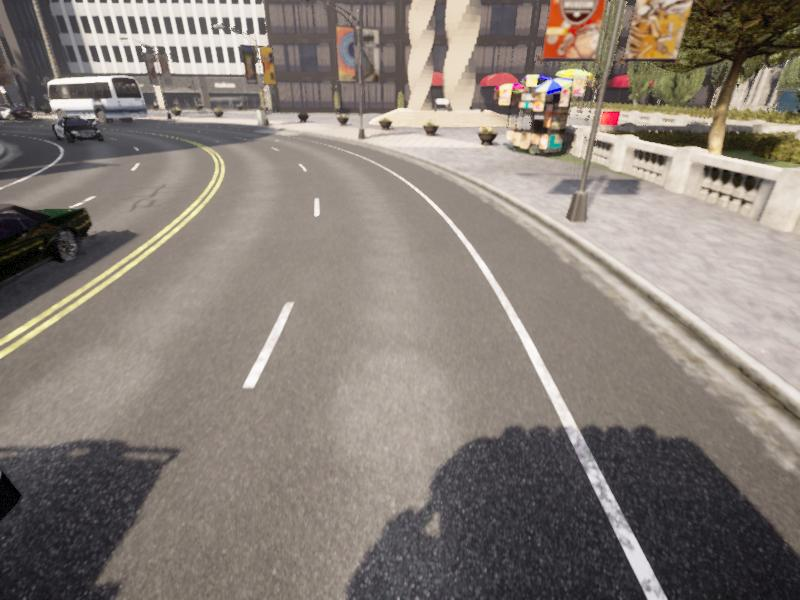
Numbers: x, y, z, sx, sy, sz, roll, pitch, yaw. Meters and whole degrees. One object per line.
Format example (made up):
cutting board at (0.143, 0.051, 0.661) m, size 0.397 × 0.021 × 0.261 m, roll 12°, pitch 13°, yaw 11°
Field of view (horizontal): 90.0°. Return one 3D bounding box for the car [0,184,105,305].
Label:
car at (-7.316, -0.711, 6.440) m, size 1.895 × 1.301 × 4.718 m, roll -2°, pitch 27°, yaw -4°

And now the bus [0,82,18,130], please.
bus at (-39.785, -16.798, 33.885) m, size 10.273 × 4.253 × 3.944 m, roll 3°, pitch 28°, yaw 5°

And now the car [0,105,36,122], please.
car at (-43.694, -20.583, 44.116) m, size 4.974 × 1.542 × 2.038 m, roll 1°, pitch 27°, yaw 2°

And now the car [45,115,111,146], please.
car at (-21.438, -11.355, 26.591) m, size 4.974 × 1.542 × 2.038 m, roll 22°, pitch 35°, yaw 36°

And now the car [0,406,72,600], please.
car at (-3.497, 1.995, 0.622) m, size 1.932 × 1.855 × 4.605 m, roll 0°, pitch 27°, yaw 0°

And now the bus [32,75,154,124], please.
bus at (-31.781, -20.724, 41.587) m, size 10.273 × 4.253 × 3.944 m, roll 8°, pitch 29°, yaw 18°
